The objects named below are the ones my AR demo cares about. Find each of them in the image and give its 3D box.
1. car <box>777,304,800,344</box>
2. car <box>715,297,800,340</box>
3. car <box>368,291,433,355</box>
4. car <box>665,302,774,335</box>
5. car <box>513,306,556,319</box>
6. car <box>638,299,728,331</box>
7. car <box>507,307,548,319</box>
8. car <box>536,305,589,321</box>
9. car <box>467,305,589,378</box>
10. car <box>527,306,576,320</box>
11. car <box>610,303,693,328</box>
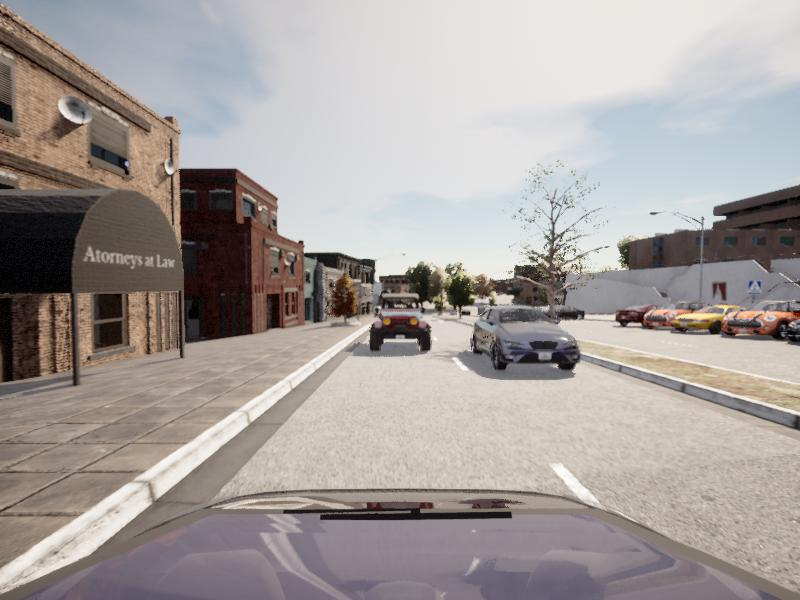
[{"bbox_3d":[16.979,0.930,15.169,4.674,1.452,2.002,1,0,-20],"label":"car"},{"bbox_3d":[17.012,0.795,18.156,4.553,1.767,2.185,1,-1,-20],"label":"car"},{"bbox_3d":[0.012,0.698,13.725,1.905,1.878,3.866,0,-1,0],"label":"car"},{"bbox_3d":[16.812,0.948,21.051,5.366,1.575,1.946,1,-1,-20],"label":"car"},{"bbox_3d":[17.062,1.623,50.813,4.892,1.521,2.231,1,-2,-19],"label":"car"},{"bbox_3d":[17.022,0.871,24.107,4.553,1.767,2.185,1,-1,-20],"label":"car"},{"bbox_3d":[17.122,1.712,53.771,4.892,1.521,2.231,1,-2,-18],"label":"car"},{"bbox_3d":[17.018,1.367,41.941,5.008,1.535,2.097,1,-1,-20],"label":"car"},{"bbox_3d":[3.011,0.883,10.385,1.816,1.474,4.193,0,0,0],"label":"car"},{"bbox_3d":[17.027,1.449,44.903,5.008,1.535,2.097,1,-1,-19],"label":"car"},{"bbox_3d":[16.986,1.043,27.073,5.008,1.535,2.097,1,-1,-20],"label":"car"}]
